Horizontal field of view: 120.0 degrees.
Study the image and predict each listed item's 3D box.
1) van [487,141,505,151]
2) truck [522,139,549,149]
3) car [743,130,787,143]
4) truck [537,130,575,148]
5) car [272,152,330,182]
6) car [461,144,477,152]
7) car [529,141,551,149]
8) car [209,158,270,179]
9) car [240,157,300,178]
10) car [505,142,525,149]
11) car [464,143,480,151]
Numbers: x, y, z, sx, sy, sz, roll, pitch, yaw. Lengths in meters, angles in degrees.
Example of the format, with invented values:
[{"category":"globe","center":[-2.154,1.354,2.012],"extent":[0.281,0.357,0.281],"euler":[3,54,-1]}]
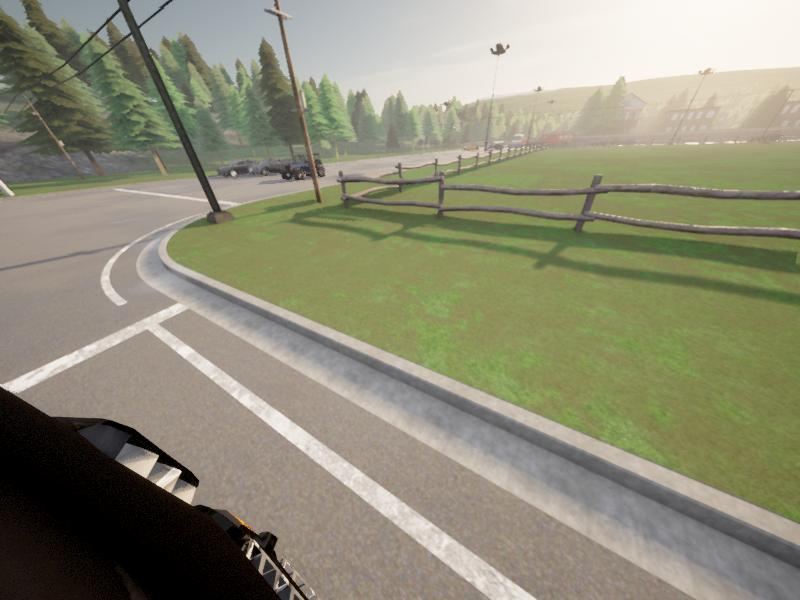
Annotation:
[{"category":"van","center":[26.524,-42.475,63.715],"extent":[4.480,2.038,2.069],"euler":[-25,40,-30]},{"category":"truck","center":[40.153,-46.300,68.480],"extent":[6.274,2.098,2.390],"euler":[8,35,16]},{"category":"car","center":[72.377,-32.433,45.906],"extent":[3.866,1.878,1.905],"euler":[16,38,26]},{"category":"truck","center":[46.310,-47.730,68.664],"extent":[8.468,3.827,2.891],"euler":[16,38,26]},{"category":"car","center":[-8.230,-11.396,19.693],"extent":[1.905,1.878,3.866],"euler":[16,39,26]},{"category":"car","center":[19.944,-43.955,66.798],"extent":[5.008,1.535,1.882],"euler":[-29,42,-33]},{"category":"car","center":[38.090,-42.302,63.158],"extent":[4.611,1.667,2.242],"euler":[9,35,16]},{"category":"car","center":[-17.002,-14.182,24.785],"extent":[1.837,1.490,4.892],"euler":[17,38,26]},{"category":"car","center":[-13.344,-13.924,24.147],"extent":[2.128,1.511,4.902],"euler":[17,38,26]},{"category":"car","center":[37.340,-50.087,75.004],"extent":[5.027,1.651,2.152],"euler":[1,34,5]},{"category":"car","center":[22.303,-47.521,71.664],"extent":[4.605,1.855,1.932],"euler":[-21,38,-25]}]
